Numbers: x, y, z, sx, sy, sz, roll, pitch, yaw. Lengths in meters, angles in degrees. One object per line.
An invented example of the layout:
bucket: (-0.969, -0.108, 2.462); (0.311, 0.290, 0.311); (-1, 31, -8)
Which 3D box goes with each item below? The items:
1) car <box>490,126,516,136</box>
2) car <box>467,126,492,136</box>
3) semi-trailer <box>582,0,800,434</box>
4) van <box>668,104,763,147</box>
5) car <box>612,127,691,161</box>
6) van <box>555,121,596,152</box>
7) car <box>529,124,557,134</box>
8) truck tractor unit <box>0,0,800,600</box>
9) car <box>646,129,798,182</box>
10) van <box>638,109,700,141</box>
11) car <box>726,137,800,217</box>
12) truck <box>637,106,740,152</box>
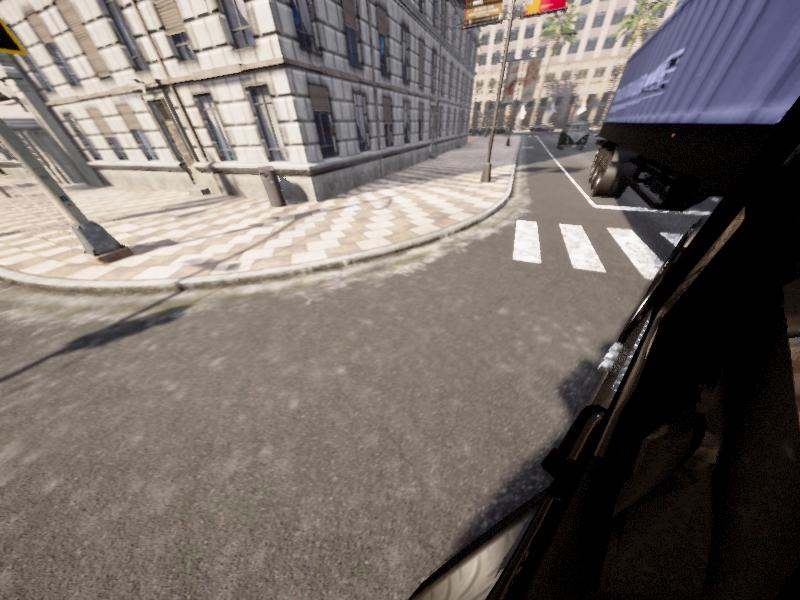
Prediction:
car: (22.384, -36.830, 50.347); (4.674, 1.442, 1.812); (22, 43, 29)
car: (19.027, -40.380, 55.148); (5.238, 1.638, 1.930); (12, 39, 19)
semi-trailer: (7.089, -4.362, 5.347); (2.717, 4.402, 14.254); (18, 41, 24)
van: (26.711, -15.097, 20.056); (1.988, 2.561, 5.915); (13, 39, 20)
car: (16.321, -10.451, 15.366); (1.837, 1.490, 4.892); (13, 40, 19)
van: (15.150, -14.330, 20.223); (1.775, 1.987, 4.442); (13, 39, 20)
car: (31.230, -37.608, 50.773); (4.902, 1.511, 2.128); (13, 39, 20)
truck tractor unit: (2.645, -0.295, 0.351); (6.516, 4.208, 3.053); (-28, 44, -30)
car: (13.684, -6.622, 10.380); (2.007, 1.525, 4.514); (12, 39, 19)
van: (30.024, -19.808, 26.155); (1.988, 2.561, 5.915); (13, 40, 20)
car: (11.267, -3.097, 5.810); (1.845, 1.501, 3.633); (12, 39, 19)
truck: (21.681, -13.215, 17.912); (2.627, 2.467, 5.204); (13, 39, 20)
